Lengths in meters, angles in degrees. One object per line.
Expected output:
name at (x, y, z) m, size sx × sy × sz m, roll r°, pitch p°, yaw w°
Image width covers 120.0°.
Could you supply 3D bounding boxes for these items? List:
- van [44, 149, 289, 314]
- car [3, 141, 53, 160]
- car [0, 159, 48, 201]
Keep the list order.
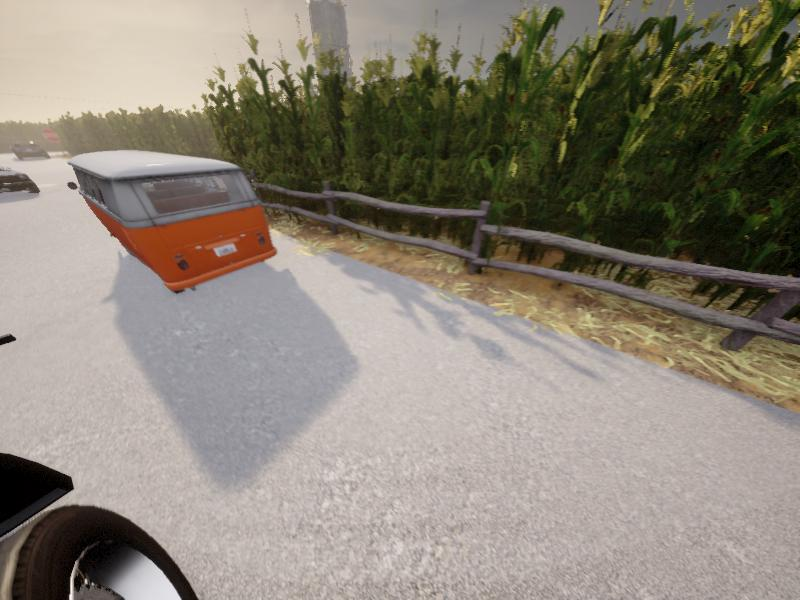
van at (-4.624, -1.761, 4.636) m, size 4.442 × 1.987 × 1.775 m, roll 22°, pitch 41°, yaw 28°
car at (-41.748, -16.840, 25.935) m, size 4.611 × 1.667 × 2.242 m, roll 22°, pitch 41°, yaw 28°
car at (-18.621, -5.405, 10.270) m, size 4.718 × 1.301 × 1.895 m, roll 15°, pitch 38°, yaw 20°
